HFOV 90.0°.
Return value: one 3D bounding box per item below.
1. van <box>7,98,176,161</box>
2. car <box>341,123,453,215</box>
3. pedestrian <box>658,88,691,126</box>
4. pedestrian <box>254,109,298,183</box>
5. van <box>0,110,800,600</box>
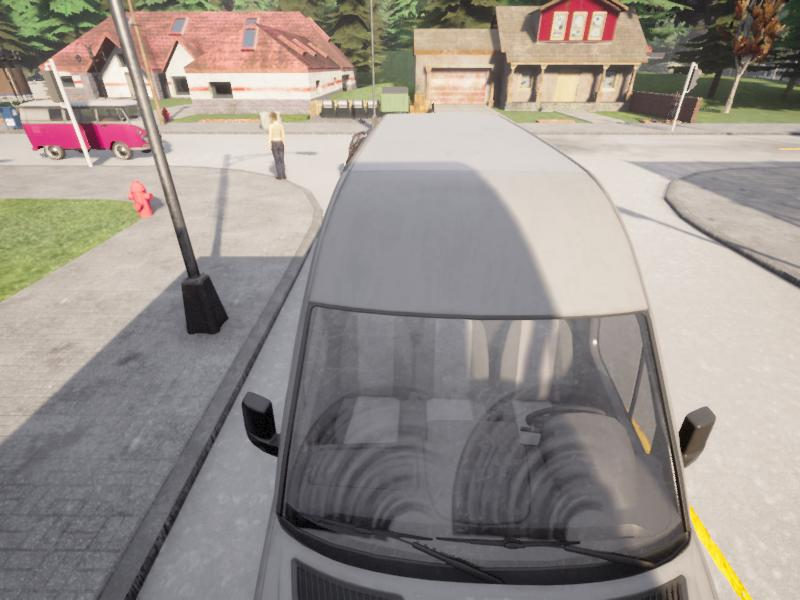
[{"bbox_3d":[-11.361,-6.438,15.074,4.442,1.987,1.775,0,30,0],"label":"van"},{"bbox_3d":[-0.256,-3.705,10.825,1.789,1.549,3.705,-10,32,-17],"label":"car"},{"bbox_3d":[15.555,-10.954,22.695,0.751,1.860,0.751,0,30,0],"label":"pedestrian"},{"bbox_3d":[-3.537,-4.425,11.502,0.751,1.860,0.751,-17,34,-27],"label":"pedestrian"},{"bbox_3d":[0.415,0.050,3.432,1.988,2.561,5.915,1,30,2],"label":"van"}]
